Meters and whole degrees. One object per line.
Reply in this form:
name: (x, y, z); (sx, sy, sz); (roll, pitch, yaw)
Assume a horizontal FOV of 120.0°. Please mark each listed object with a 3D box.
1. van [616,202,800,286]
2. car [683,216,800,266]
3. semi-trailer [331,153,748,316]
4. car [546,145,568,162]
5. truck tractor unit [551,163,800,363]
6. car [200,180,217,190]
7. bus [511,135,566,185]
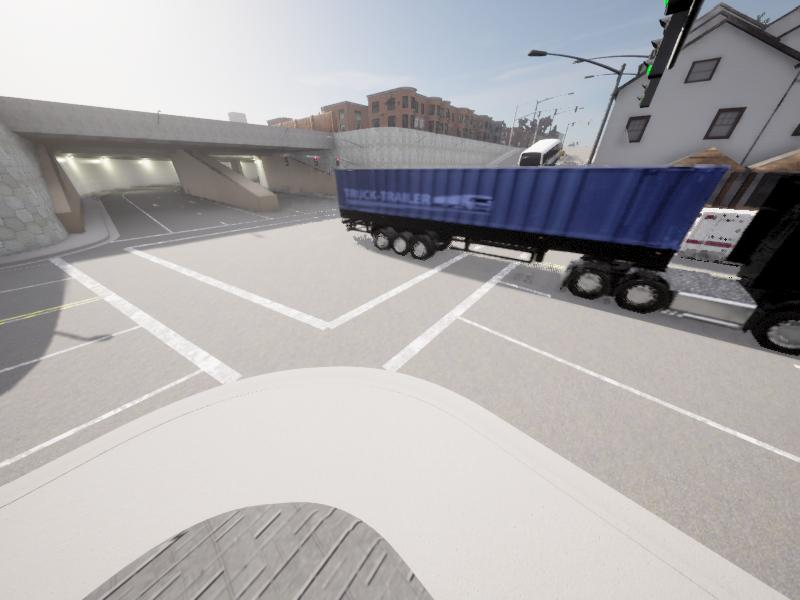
van: (14.908, -2.901, 10.908); (6.366, 2.431, 2.351); (24, 38, 35)
car: (18.599, -3.250, 12.332); (3.988, 1.617, 1.851); (24, 38, 35)
semi-trailer: (2.836, -4.032, 10.860); (14.254, 4.402, 2.717); (20, 35, 30)
car: (28.967, -27.085, 42.659); (1.801, 1.575, 5.366); (24, 51, 34)
truck tractor unit: (9.134, -1.556, 6.765); (6.516, 4.208, 3.053); (24, 38, 35)
car: (-41.574, -25.065, 50.174); (2.152, 1.651, 5.027); (-17, 34, -27)
bus: (21.842, -22.115, 36.340); (3.944, 4.253, 10.273); (24, 51, 34)
